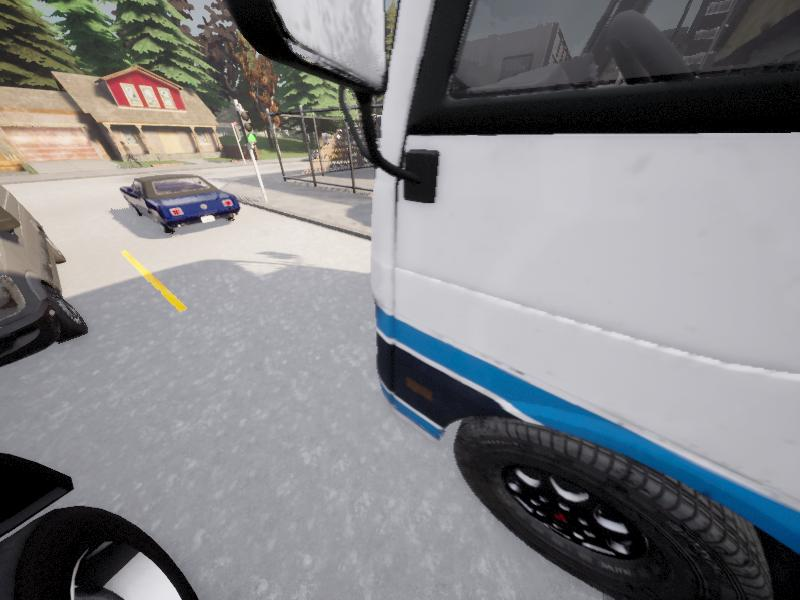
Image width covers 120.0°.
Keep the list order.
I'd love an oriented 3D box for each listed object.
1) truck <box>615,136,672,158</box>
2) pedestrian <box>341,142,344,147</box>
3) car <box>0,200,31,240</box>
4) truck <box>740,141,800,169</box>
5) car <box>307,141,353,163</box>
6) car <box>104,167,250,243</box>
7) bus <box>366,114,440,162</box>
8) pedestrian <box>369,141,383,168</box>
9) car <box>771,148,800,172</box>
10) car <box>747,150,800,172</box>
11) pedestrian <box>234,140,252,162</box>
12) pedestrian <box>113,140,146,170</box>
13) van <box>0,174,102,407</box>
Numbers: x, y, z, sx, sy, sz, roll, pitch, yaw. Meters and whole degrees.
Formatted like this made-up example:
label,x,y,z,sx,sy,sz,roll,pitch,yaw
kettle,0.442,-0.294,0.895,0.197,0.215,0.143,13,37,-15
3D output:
label,x,y,z,sx,sy,sz,roll,pitch,yaw
truck,36.839,-23.414,35.255,5.204,2.467,2.627,23,41,28
pedestrian,-15.569,-42.436,62.883,0.500,1.100,0.500,25,42,31
car,-12.386,-2.484,6.007,3.705,1.549,1.789,15,38,20
truck,36.438,-13.608,21.607,4.478,2.038,2.069,23,41,28
car,-7.775,-16.797,26.080,1.932,1.855,4.605,22,40,27
car,-7.176,-3.271,7.385,4.718,1.301,1.895,23,41,29
bus,0.795,-20.666,29.577,3.944,4.253,10.273,22,41,28
pedestrian,-2.043,-12.291,19.500,0.751,1.860,0.751,23,41,28
car,33.736,-11.569,19.109,1.789,1.547,3.705,23,41,28
car,33.998,-11.562,19.226,5.357,1.415,2.033,23,41,28
pedestrian,-16.085,-15.324,23.723,0.751,1.860,0.751,25,42,31
pedestrian,-20.693,-11.108,17.706,0.751,1.860,0.751,20,40,26
van,-6.593,-0.861,2.900,5.915,2.561,1.988,24,41,30
